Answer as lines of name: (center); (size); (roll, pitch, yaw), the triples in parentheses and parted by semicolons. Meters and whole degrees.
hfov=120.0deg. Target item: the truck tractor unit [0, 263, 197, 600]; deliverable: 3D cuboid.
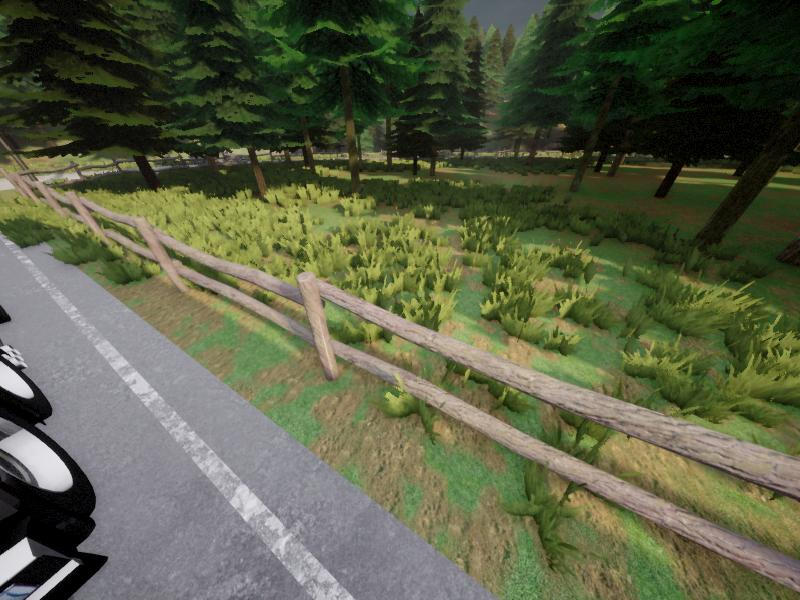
truck tractor unit: (-5.110, -0.302, 0.782); (6.516, 4.208, 3.053); (18, 39, 24)

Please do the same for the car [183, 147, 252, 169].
car: (-18.868, -14.898, 24.139); (2.152, 1.651, 5.027); (26, 43, 33)
